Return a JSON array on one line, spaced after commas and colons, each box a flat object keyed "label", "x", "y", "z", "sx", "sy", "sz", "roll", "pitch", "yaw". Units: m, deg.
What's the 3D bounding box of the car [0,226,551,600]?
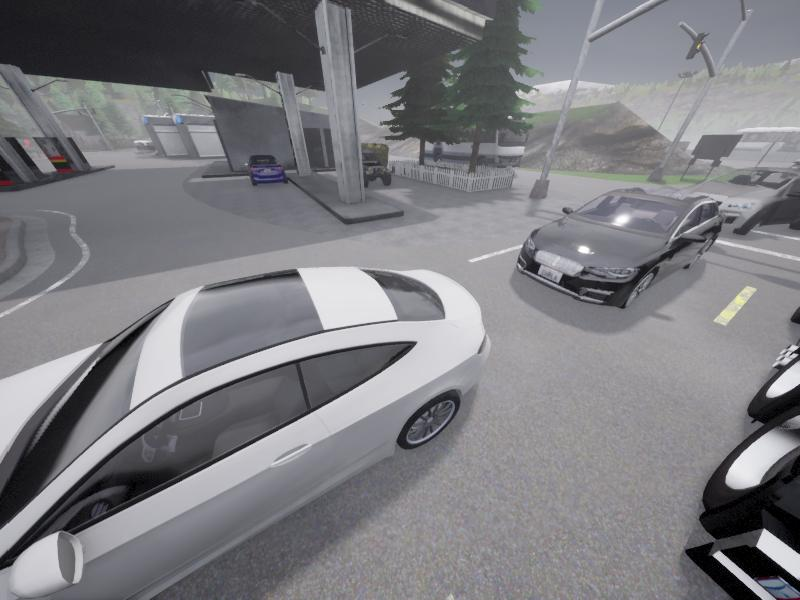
[{"label": "car", "x": -1.279, "y": 0.678, "z": 1.915, "sx": 4.674, "sy": 1.442, "sz": 1.812, "roll": -18, "pitch": 38, "yaw": -25}]

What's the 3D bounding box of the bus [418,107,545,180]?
[{"label": "bus", "x": 6.233, "y": -13.980, "z": 20.727, "sx": 3.944, "sy": 4.253, "sz": 10.273, "roll": -18, "pitch": 39, "yaw": -24}]

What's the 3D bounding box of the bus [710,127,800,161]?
[{"label": "bus", "x": 60.832, "y": -25.796, "z": 38.095, "sx": 3.944, "sy": 4.253, "sz": 10.273, "roll": -18, "pitch": 39, "yaw": -24}]

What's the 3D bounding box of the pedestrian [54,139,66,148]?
[{"label": "pedestrian", "x": -89.509, "y": -41.173, "z": 60.757, "sx": 0.751, "sy": 1.860, "sz": 0.751, "roll": 5, "pitch": 35, "yaw": 6}]

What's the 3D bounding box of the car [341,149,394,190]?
[{"label": "car", "x": -2.172, "y": -8.580, "z": 14.997, "sx": 1.905, "sy": 1.878, "sz": 3.866, "roll": -18, "pitch": 39, "yaw": -25}]

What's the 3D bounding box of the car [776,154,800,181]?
[{"label": "car", "x": 30.433, "y": -9.772, "z": 16.911, "sx": 4.974, "sy": 1.542, "sz": 2.038, "roll": -18, "pitch": 39, "yaw": -24}]

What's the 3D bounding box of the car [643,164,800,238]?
[{"label": "car", "x": 11.303, "y": -3.332, "z": 7.489, "sx": 4.611, "sy": 1.667, "sz": 2.242, "roll": -7, "pitch": 35, "yaw": -13}]

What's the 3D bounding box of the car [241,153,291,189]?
[{"label": "car", "x": -9.247, "y": -8.986, "z": 15.820, "sx": 2.242, "sy": 1.667, "sz": 4.611, "roll": -18, "pitch": 39, "yaw": -25}]

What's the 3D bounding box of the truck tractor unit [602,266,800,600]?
[{"label": "truck tractor unit", "x": 5.112, "y": -0.300, "z": 0.778, "sx": 6.516, "sy": 4.208, "sz": 3.053, "roll": -18, "pitch": 39, "yaw": -24}]

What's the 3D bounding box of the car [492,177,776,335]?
[{"label": "car", "x": 4.568, "y": -1.333, "z": 4.622, "sx": 4.902, "sy": 1.511, "sz": 2.128, "roll": -18, "pitch": 39, "yaw": -24}]

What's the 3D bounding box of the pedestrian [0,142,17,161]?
[{"label": "pedestrian", "x": -45.785, "y": -17.081, "z": 26.579, "sx": 0.751, "sy": 1.860, "sz": 0.751, "roll": -18, "pitch": 39, "yaw": -24}]
